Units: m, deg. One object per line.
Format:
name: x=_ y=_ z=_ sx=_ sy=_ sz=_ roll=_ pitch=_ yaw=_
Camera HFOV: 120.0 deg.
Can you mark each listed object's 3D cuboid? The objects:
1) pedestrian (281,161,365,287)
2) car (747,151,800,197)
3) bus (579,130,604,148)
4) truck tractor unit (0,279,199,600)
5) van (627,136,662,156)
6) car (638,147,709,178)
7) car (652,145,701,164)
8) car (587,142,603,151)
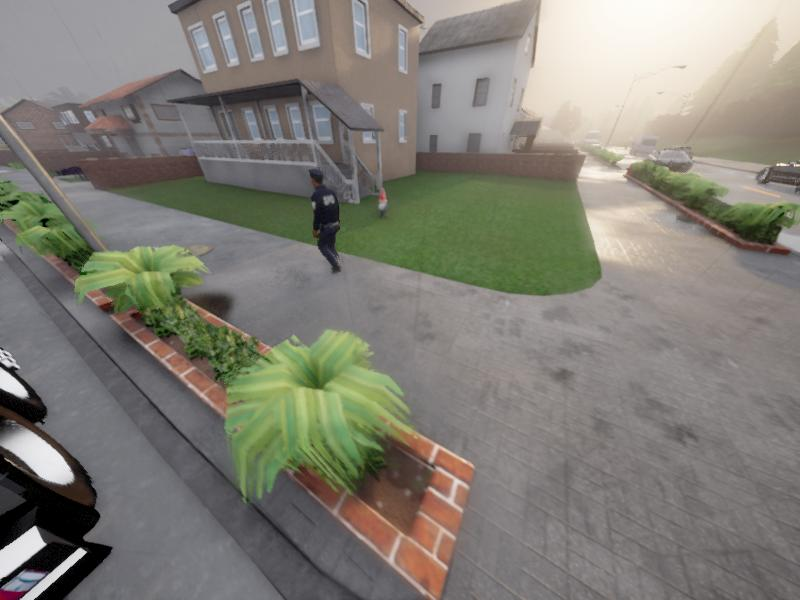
pedestrian: x=-1.236 y=-1.299 z=4.030 sx=0.751 sy=1.860 sz=0.751 roll=19 pitch=39 yaw=26
car: x=20.638 y=-6.143 z=11.248 sx=2.152 sy=1.651 sz=5.027 roll=18 pitch=39 yaw=25
bus: x=58.699 y=-49.602 z=71.136 sx=3.944 sy=4.253 sz=10.273 roll=18 pitch=39 yaw=24
truck tractor unit: x=-5.133 y=-0.279 z=0.741 sx=6.516 sy=4.208 sz=3.053 roll=17 pitch=39 yaw=23
van: x=38.823 y=-24.634 z=36.893 sx=1.988 sy=2.561 sz=5.915 roll=18 pitch=39 yaw=24
car: x=20.683 y=-10.723 z=17.818 sx=1.930 sy=1.638 sz=5.238 roll=18 pitch=39 yaw=25
car: x=31.063 y=-16.586 z=26.177 sx=2.033 sy=1.649 sz=4.856 roll=19 pitch=39 yaw=25
car: x=48.227 y=-38.077 z=57.204 sx=2.152 sy=1.651 sz=5.027 roll=18 pitch=39 yaw=24
